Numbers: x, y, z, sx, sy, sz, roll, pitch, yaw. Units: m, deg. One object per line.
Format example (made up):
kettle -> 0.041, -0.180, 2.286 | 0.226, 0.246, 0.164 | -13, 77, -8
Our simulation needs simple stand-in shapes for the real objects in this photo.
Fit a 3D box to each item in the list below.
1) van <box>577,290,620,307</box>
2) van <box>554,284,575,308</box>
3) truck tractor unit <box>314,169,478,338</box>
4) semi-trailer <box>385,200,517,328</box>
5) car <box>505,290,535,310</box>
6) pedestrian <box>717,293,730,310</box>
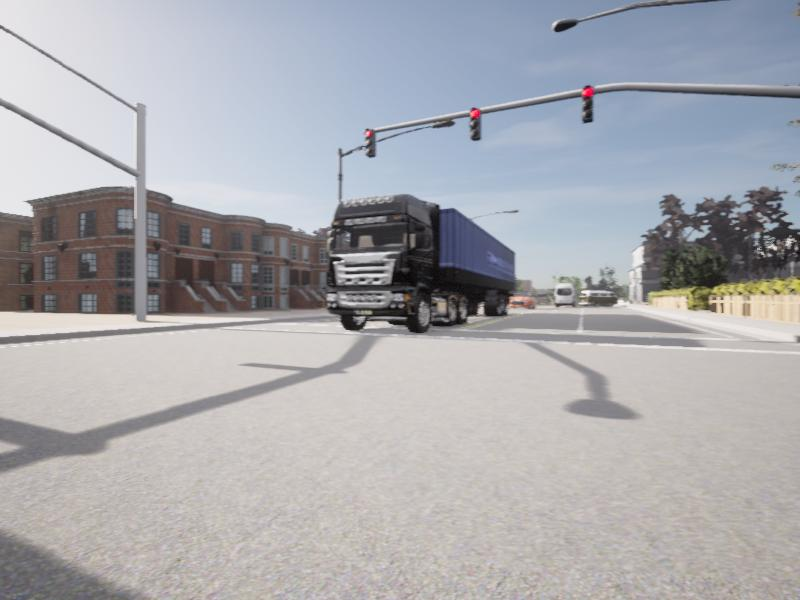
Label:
van -> 25.178, -0.123, 50.742 | 4.480, 2.038, 2.069 | 1, -1, -10
van -> 18.834, -0.415, 45.600 | 1.988, 2.561, 5.915 | 0, 0, 25
truck tractor unit -> 0.343, -1.160, 13.601 | 3.053, 4.208, 6.516 | 0, 0, 25
semi-trailer -> 3.615, -1.280, 20.806 | 2.717, 4.402, 14.254 | 0, 0, 24
car -> 11.467, -0.018, 37.927 | 2.097, 1.767, 4.553 | 0, 0, 25
pedestrian -> 20.452, 0.101, 25.260 | 0.500, 1.100, 0.500 | 0, 0, -30
